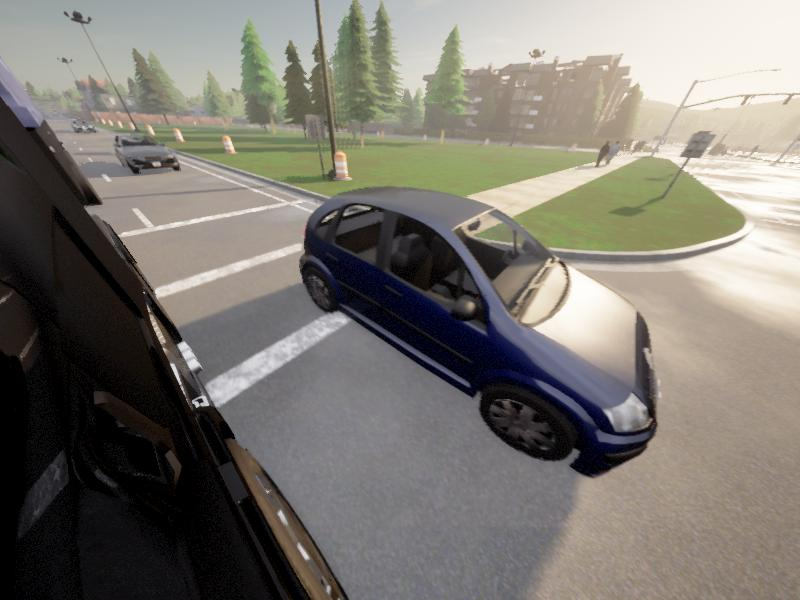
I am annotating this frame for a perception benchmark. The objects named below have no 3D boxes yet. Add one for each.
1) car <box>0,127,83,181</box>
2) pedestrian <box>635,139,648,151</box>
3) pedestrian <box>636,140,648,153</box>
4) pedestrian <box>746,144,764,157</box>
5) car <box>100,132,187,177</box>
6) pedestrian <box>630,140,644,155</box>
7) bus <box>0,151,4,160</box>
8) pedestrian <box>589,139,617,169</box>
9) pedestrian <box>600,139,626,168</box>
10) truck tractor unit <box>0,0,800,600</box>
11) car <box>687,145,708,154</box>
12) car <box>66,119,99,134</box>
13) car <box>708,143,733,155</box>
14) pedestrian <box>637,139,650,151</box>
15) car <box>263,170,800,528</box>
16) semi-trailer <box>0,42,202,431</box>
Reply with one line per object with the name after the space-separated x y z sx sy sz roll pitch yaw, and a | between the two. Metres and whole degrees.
-16.385 -6.632 10.252 4.902 1.511 2.128 29 44 31 | car
47.962 -30.850 45.919 0.751 1.860 0.751 -3 37 -7 | pedestrian
44.704 -28.410 42.715 0.751 1.860 0.751 31 45 33 | pedestrian
66.278 -27.941 43.141 0.751 1.860 0.751 27 43 28 | pedestrian
-12.570 -7.220 11.300 4.193 1.474 1.816 28 44 30 | car
37.713 -24.304 36.807 0.751 1.860 0.751 29 44 31 | pedestrian
-20.592 -7.251 8.536 10.273 4.253 3.944 28 44 30 | bus
15.413 -11.094 17.553 0.751 1.860 0.751 -28 46 -34 | pedestrian
17.163 -11.825 18.635 0.751 1.860 0.751 32 46 33 | pedestrian
-2.645 -0.295 0.351 6.516 4.208 3.053 28 44 30 | truck tractor unit
64.937 -32.945 50.502 1.895 1.301 4.718 28 44 30 | car
-41.496 -22.669 30.185 3.806 1.475 1.970 28 44 30 | car
68.418 -32.292 49.370 1.905 1.878 3.866 28 44 30 | car
47.895 -30.482 45.422 0.751 1.860 0.751 -10 38 -16 | pedestrian
0.527 -0.274 2.702 3.988 1.617 1.851 28 44 30 | car
-8.711 -3.590 4.224 14.254 4.402 2.717 28 44 30 | semi-trailer
